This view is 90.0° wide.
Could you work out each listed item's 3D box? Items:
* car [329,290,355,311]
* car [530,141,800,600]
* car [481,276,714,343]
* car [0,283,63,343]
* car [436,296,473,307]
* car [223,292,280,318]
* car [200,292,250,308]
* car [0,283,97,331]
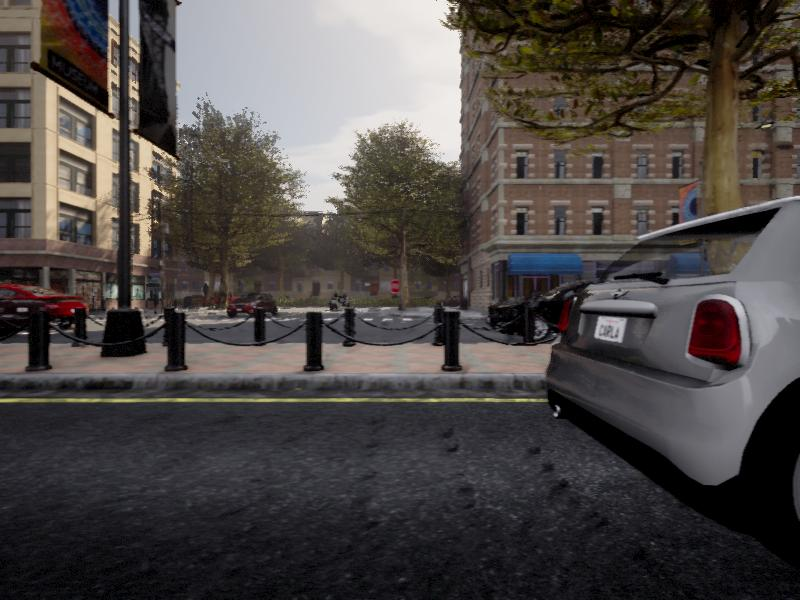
[{"bbox_3d":[-5.594,0.057,38.845,1.932,1.855,4.605,0,0,-1],"label":"car"},{"bbox_3d":[2.942,0.252,2.204,3.806,1.475,1.970,0,0,0],"label":"car"},{"bbox_3d":[4.764,0.220,10.202,5.008,1.535,1.882,0,0,0],"label":"car"},{"bbox_3d":[-12.135,0.304,10.203,5.357,1.411,2.033,0,0,0],"label":"car"},{"bbox_3d":[7.435,0.247,55.198,4.792,1.488,2.163,0,0,0],"label":"car"},{"bbox_3d":[-8.996,0.262,24.655,1.816,1.474,4.193,0,0,2],"label":"car"},{"bbox_3d":[-22.532,-0.013,51.697,5.566,2.045,2.150,0,0,0],"label":"car"},{"bbox_3d":[-13.606,0.233,13.699,5.008,1.535,1.882,0,0,0],"label":"car"}]
